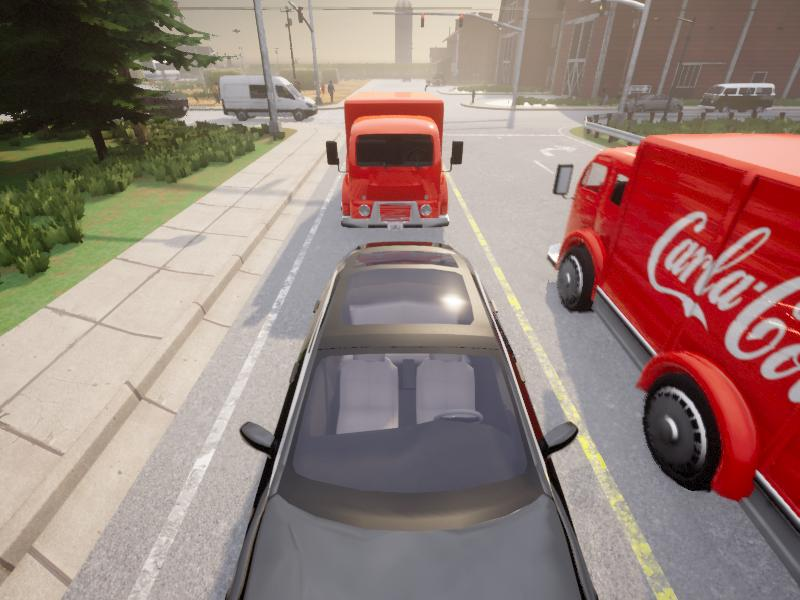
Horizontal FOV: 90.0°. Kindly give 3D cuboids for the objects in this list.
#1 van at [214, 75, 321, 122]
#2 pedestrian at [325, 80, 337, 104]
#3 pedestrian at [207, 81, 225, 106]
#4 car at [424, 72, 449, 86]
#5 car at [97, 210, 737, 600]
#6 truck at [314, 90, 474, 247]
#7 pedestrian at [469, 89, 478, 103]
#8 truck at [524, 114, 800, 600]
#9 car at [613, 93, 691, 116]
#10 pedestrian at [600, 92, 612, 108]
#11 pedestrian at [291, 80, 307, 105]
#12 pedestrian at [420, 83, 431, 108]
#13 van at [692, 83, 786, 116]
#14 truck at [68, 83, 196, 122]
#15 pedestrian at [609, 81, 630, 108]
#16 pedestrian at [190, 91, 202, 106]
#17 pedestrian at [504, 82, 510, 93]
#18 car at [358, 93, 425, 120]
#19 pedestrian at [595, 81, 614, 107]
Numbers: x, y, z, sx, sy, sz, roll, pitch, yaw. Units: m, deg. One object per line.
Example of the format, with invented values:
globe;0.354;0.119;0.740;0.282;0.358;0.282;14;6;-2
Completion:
van;-8.421;-13.097;25.990;5.915;2.561;1.988;0;30;0
pedestrian;-6.063;-18.404;35.357;0.751;1.860;0.751;-10;32;-17
pedestrian;-15.375;-17.324;33.536;0.751;1.860;0.751;1;30;2
car;6.291;-37.974;68.886;1.905;1.878;3.866;-31;40;-33
car;0.055;0.760;3.240;2.128;1.511;4.902;0;30;0
truck;-0.138;-3.421;9.427;2.627;2.467;5.204;-1;30;-1
pedestrian;6.624;-18.385;36.077;0.500;1.100;0.500;-19;35;-29
truck;3.458;-0.218;3.947;2.627;2.467;5.204;0;30;-1
car;18.373;-14.351;29.311;4.181;1.385;1.994;0;30;0
pedestrian;16.754;-16.289;32.546;0.500;1.100;0.500;-5;31;-8
pedestrian;-8.676;-17.814;34.347;0.751;1.860;0.751;18;35;28
pedestrian;2.096;-16.930;33.133;0.751;1.860;0.751;-3;30;-6
van;24.556;-14.639;29.141;4.480;2.038;2.069;0;30;0
truck;-17.230;-12.913;26.105;6.274;2.098;2.390;0;30;0
pedestrian;17.859;-16.726;32.541;0.751;1.860;0.751;-5;31;-8
pedestrian;-17.006;-16.796;33.396;0.500;1.100;0.500;2;30;3
pedestrian;12.867;-25.471;47.984;0.500;1.100;0.500;7;31;12
car;-0.584;-13.476;27.774;4.181;1.385;1.994;-15;34;-24
pedestrian;16.791;-16.929;32.889;0.751;1.860;0.751;0;30;0
